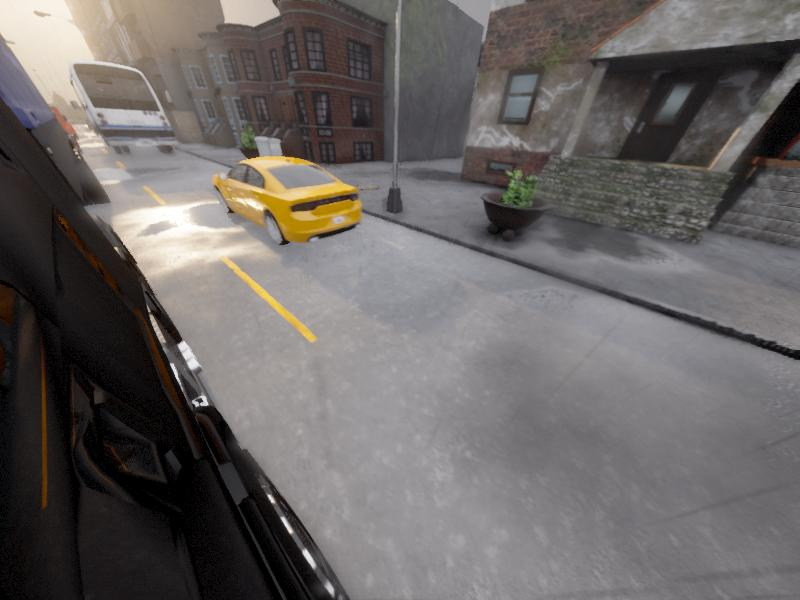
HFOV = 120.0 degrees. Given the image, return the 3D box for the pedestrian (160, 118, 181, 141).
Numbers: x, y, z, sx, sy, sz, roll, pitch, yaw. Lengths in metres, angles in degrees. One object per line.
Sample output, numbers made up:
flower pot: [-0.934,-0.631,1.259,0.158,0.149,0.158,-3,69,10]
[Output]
pedestrian: [-23.285,-17.327,23.486,0.751,1.860,0.751,30,45,31]

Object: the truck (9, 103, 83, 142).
truck: [-32.211,-16.300,21.179,5.204,2.467,2.627,31,45,30]

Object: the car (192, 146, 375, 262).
car: [-3.093,-2.803,5.921,5.008,1.535,1.882,29,44,31]

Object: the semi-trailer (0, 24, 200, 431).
semi-trailer: [-8.612,-3.669,4.301,14.254,4.402,2.717,29,44,31]

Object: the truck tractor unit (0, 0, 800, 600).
truck tractor unit: [-2.645,-0.295,0.352,6.516,4.208,3.053,28,44,30]

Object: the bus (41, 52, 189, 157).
bus: [-19.522,-12.950,16.092,10.273,4.253,3.944,29,44,32]

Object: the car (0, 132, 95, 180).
car: [-15.518,-6.479,10.208,4.718,1.301,1.895,29,44,31]

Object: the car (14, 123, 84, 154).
car: [-23.264,-10.843,15.447,4.181,1.385,1.994,29,44,31]
